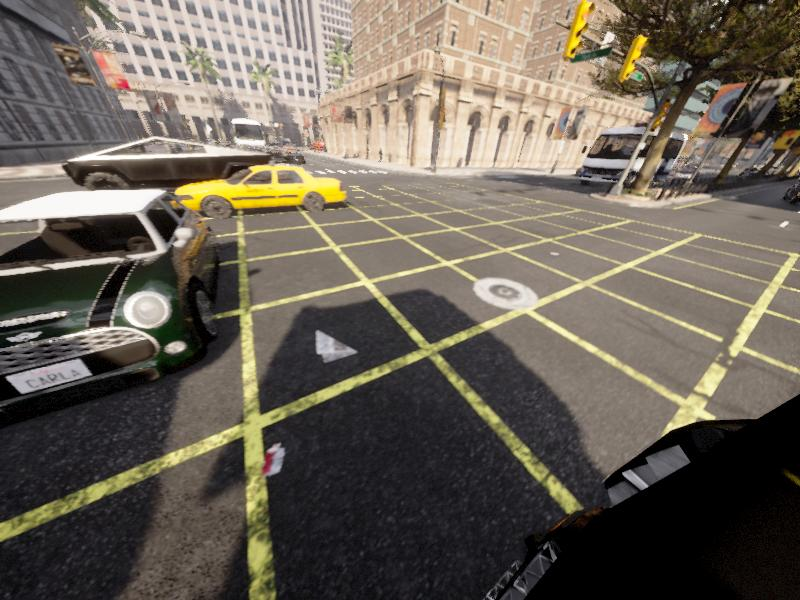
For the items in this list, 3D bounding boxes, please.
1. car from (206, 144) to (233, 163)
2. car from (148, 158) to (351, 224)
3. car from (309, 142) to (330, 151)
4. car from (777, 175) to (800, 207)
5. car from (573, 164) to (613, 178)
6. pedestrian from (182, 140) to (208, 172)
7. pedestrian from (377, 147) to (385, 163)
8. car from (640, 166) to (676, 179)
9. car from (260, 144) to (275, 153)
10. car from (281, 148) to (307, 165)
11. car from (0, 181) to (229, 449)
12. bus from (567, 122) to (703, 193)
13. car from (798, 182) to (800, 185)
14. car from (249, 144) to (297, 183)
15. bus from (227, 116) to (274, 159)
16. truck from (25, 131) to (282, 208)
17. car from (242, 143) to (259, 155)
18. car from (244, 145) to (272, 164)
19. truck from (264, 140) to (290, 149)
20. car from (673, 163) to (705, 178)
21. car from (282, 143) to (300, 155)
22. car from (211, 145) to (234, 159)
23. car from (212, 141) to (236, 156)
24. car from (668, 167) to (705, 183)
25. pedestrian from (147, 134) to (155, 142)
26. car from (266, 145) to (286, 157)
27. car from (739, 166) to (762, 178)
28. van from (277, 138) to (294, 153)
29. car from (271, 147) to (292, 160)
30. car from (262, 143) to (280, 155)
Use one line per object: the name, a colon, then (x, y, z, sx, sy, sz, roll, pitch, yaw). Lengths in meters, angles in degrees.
car: (-19.709, -16.124, 25.366, 1.812, 1.442, 4.674, -16, 38, -26)
car: (-4.671, -4.021, 8.202, 5.366, 1.575, 1.801, -16, 38, -26)
car: (-25.229, -48.184, 72.625, 5.566, 2.045, 2.150, -16, 38, -26)
car: (29.011, -7.540, 16.058, 5.238, 1.638, 1.930, -25, 42, -34)
car: (24.827, -16.642, 29.728, 4.718, 1.301, 1.895, -16, 38, -26)
pedestrian: (-14.591, -10.240, 16.491, 0.751, 1.860, 0.751, -19, 39, -30)
pedestrian: (-2.640, -20.038, 31.883, 0.751, 1.860, 0.751, -16, 38, -26)
car: (35.959, -17.751, 32.205, 4.181, 1.385, 1.994, -16, 38, -26)
car: (-28.035, -32.125, 48.834, 2.033, 1.411, 5.357, -16, 38, -26)
car: (-12.118, -16.333, 26.241, 1.816, 1.474, 4.193, -16, 38, -26)
car: (-3.730, -0.479, 3.042, 1.970, 1.475, 3.806, -16, 38, -26)
bus: (20.202, -12.133, 19.924, 10.273, 4.253, 3.944, -16, 38, -26)
car: (59.722, -17.228, 33.166, 3.806, 1.475, 1.970, -16, 38, -26)
car: (-8.511, -9.164, 15.372, 1.932, 1.855, 4.605, -16, 38, -26)
bus: (-21.134, -22.725, 32.646, 3.944, 4.253, 10.273, -16, 38, -26)
truck: (-8.645, -5.338, 9.407, 6.274, 2.098, 2.390, -16, 38, -26)
car: (-25.745, -26.027, 39.719, 2.007, 1.525, 4.514, -16, 38, -26)
car: (-16.153, -16.499, 26.128, 2.038, 1.542, 4.974, -16, 38, -26)
truck: (-36.484, -46.231, 68.754, 2.390, 2.098, 6.274, 21, 38, 25)
car: (47.133, -21.168, 37.739, 3.866, 1.878, 1.905, -16, 38, -26)
car: (-21.108, -29.291, 44.747, 2.097, 1.767, 4.553, -16, 38, -26)
car: (-23.171, -19.457, 30.244, 1.895, 1.301, 4.718, -16, 38, -26)
car: (-26.660, -23.115, 35.136, 2.242, 1.667, 4.611, -16, 38, -26)
car: (36.097, -15.766, 29.084, 3.633, 1.501, 1.845, -18, 39, -28)
pedestrian: (-69.789, -45.335, 64.720, 0.751, 1.860, 0.751, -5, 34, -11)
car: (-20.661, -24.777, 38.352, 2.033, 1.411, 5.357, -16, 38, -26)
car: (72.251, -26.466, 47.670, 4.605, 1.855, 1.932, -22, 42, -33)
van: (-24.689, -33.170, 49.630, 1.988, 2.561, 5.915, -16, 38, -26)
car: (-17.108, -21.182, 33.310, 1.895, 1.301, 4.718, -16, 38, -26)
car: (-24.274, -28.452, 43.394, 2.152, 1.651, 5.027, -15, 38, -25)
